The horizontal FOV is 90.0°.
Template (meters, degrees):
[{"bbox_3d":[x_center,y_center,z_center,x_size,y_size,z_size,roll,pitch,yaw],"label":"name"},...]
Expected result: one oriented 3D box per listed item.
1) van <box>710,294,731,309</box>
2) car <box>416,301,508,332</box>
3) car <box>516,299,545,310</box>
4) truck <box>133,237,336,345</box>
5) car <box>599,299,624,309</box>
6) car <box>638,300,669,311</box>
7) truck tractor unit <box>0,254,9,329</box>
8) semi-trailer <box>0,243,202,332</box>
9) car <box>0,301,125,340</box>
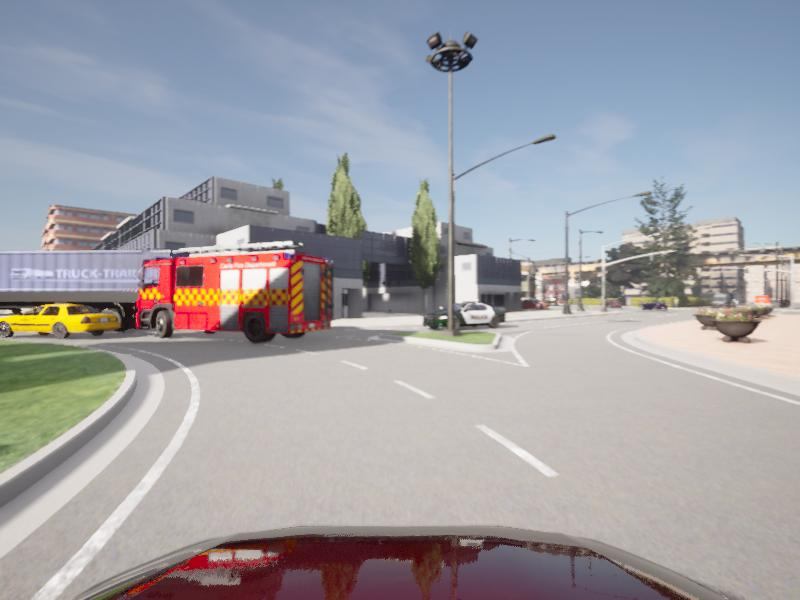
[{"bbox_3d":[55.889,0.248,69.637,5.915,2.561,1.988,0,0,-43],"label":"van"},{"bbox_3d":[3.535,0.828,22.289,4.974,1.542,2.038,0,0,-33],"label":"car"},{"bbox_3d":[20.687,0.730,63.367,1.851,1.617,3.988,0,0,-43],"label":"car"},{"bbox_3d":[-7.161,-0.300,17.130,8.468,3.827,2.891,0,0,23],"label":"truck"},{"bbox_3d":[38.596,0.726,73.209,2.033,1.649,4.856,0,0,1],"label":"car"},{"bbox_3d":[35.849,0.786,56.687,1.845,1.501,3.633,0,0,-7],"label":"car"},{"bbox_3d":[-25.847,-0.466,23.258,6.516,4.208,3.053,0,0,32],"label":"truck tractor unit"},{"bbox_3d":[-18.257,-0.582,21.668,14.254,4.402,2.717,0,0,5],"label":"semi-trailer"},{"bbox_3d":[-15.125,0.835,17.572,5.366,1.575,1.801,0,0,11],"label":"car"}]
